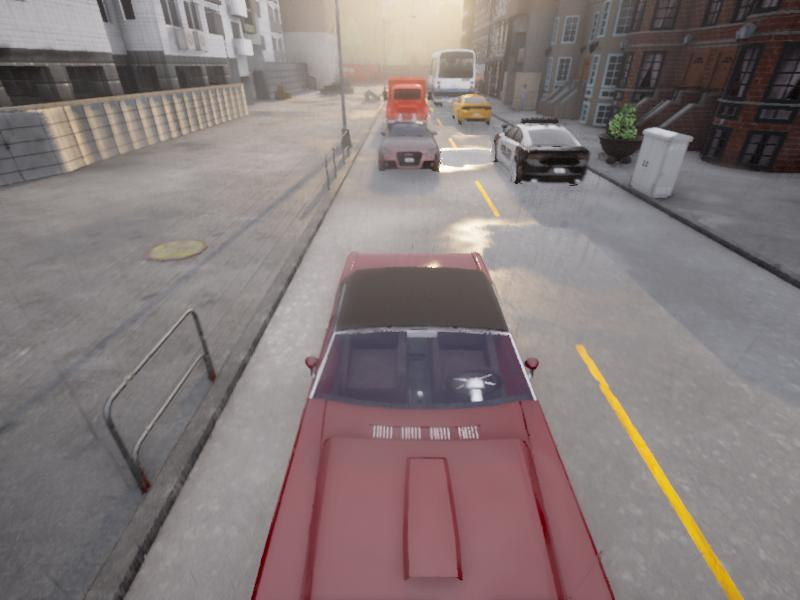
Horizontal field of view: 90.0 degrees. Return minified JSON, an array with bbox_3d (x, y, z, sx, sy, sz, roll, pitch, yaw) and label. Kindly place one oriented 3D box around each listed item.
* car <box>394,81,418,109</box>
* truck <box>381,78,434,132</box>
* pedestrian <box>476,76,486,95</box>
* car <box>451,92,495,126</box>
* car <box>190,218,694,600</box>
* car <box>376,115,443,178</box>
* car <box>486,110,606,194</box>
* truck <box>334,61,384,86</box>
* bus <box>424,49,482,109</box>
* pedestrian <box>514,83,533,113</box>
[{"bbox_3d":[0.529,-17.528,34.093,1.905,1.878,3.866,0,30,0],"label":"car"},{"bbox_3d":[0.403,-11.218,22.762,2.627,2.467,5.204,0,29,1],"label":"truck"},{"bbox_3d":[9.490,-25.207,46.991,0.751,1.860,0.751,-3,30,-6],"label":"pedestrian"},{"bbox_3d":[4.424,-11.964,24.928,1.882,1.535,5.008,0,30,0],"label":"car"},{"bbox_3d":[0.177,0.678,3.555,1.895,1.301,4.718,0,30,0],"label":"car"},{"bbox_3d":[0.302,-5.516,14.071,1.994,1.385,4.181,0,30,0],"label":"car"},{"bbox_3d":[4.284,-4.932,12.802,1.930,1.638,5.238,0,30,0],"label":"car"},{"bbox_3d":[-7.198,-40.729,71.843,8.468,3.827,2.891,0,30,1],"label":"truck"},{"bbox_3d":[4.443,-20.357,36.604,3.944,4.253,10.273,0,31,1],"label":"bus"},{"bbox_3d":[8.890,-14.597,28.852,0.751,1.860,0.751,-15,34,-24],"label":"pedestrian"}]
